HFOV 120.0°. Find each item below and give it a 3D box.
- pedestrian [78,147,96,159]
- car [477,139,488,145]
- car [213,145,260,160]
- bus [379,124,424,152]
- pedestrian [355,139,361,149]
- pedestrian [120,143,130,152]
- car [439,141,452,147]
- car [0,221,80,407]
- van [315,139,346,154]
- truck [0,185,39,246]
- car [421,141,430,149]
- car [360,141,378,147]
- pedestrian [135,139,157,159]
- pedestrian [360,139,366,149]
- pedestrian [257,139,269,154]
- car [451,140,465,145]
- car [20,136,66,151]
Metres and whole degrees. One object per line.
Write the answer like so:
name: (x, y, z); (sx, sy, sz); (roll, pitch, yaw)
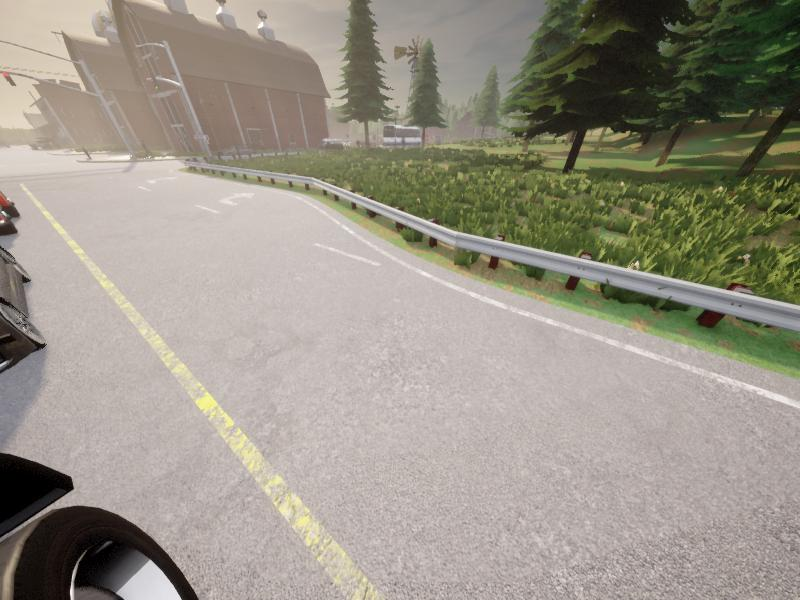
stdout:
pedestrian: (-33.739, -15.818, 24.886); (0.500, 1.100, 0.500); (1, 35, 1)
car: (30.945, -59.296, 86.792); (1.905, 1.878, 3.866); (-5, 36, -8)
car: (-20.548, -18.655, 29.131); (1.994, 1.385, 4.181); (22, 41, 28)
bus: (0.588, -33.736, 48.200); (3.944, 4.253, 10.273); (22, 41, 28)
pedestrian: (-8.770, -32.660, 48.374); (0.751, 1.860, 0.751); (25, 42, 31)
pedestrian: (-41.903, -23.280, 35.221); (0.500, 1.100, 0.500); (21, 40, 27)
car: (13.719, -46.751, 69.169); (1.837, 1.490, 4.892); (22, 41, 28)
car: (-6.373, -0.094, 2.712); (4.902, 1.511, 2.128); (22, 41, 28)
van: (-11.710, -26.164, 39.271); (2.069, 2.038, 4.480); (22, 41, 28)
truck: (-12.586, -2.885, 5.778); (5.204, 2.467, 2.627); (22, 40, 27)
car: (6.244, -37.674, 56.164); (1.845, 1.501, 3.633); (6, 36, 8)
car: (-8.931, -44.680, 66.096); (4.902, 1.511, 2.128); (21, 40, 27)
pedestrian: (-28.282, -16.835, 25.756); (0.751, 1.860, 0.751); (22, 41, 28)
pedestrian: (-7.996, -33.574, 49.678); (0.751, 1.860, 0.751); (-23, 41, -29)
pedestrian: (-20.587, -23.059, 34.652); (0.751, 1.860, 0.751); (22, 41, 28)
car: (22.820, -62.001, 90.867); (5.008, 1.535, 1.882); (22, 41, 28)
car: (-65.226, -28.692, 42.295); (3.866, 1.878, 1.905); (-6, 41, -6)
